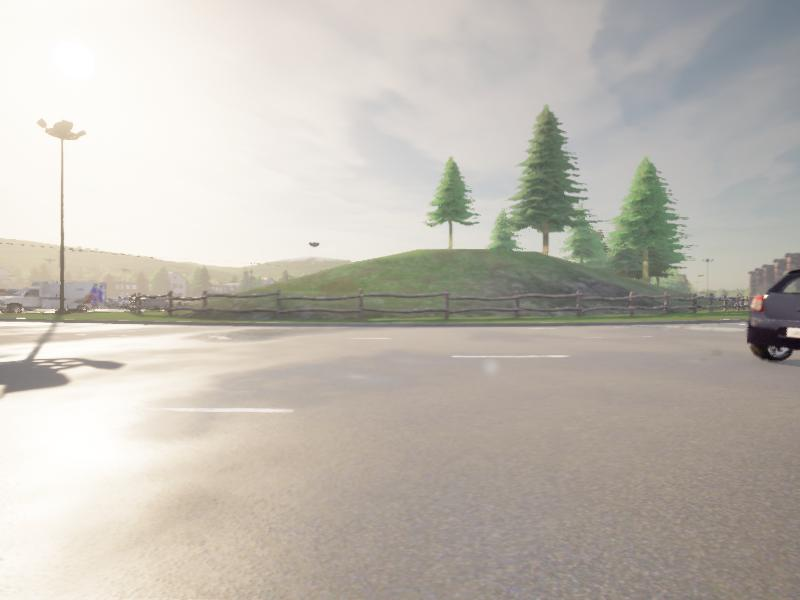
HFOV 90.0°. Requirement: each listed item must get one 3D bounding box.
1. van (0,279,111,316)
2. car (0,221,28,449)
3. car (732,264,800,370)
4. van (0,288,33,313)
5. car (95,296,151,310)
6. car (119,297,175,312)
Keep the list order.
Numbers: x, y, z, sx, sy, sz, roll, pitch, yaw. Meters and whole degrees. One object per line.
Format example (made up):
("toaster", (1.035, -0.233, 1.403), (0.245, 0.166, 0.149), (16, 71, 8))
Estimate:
("van", (-25.903, -0.163, 30.059), (2.351, 2.431, 6.366), (0, 0, 33))
("car", (-5.268, 0.229, 2.266), (5.008, 1.535, 1.882), (0, 0, 8))
("car", (7.444, 0.242, 5.994), (3.633, 1.501, 1.845), (0, 0, -9))
("van", (-32.895, 0.061, 32.326), (1.775, 1.987, 4.442), (0, 0, 33))
("car", (-31.818, 0.317, 46.116), (2.038, 1.542, 4.974), (0, 0, 36))
("car", (-24.316, 0.383, 38.567), (1.994, 1.385, 4.181), (0, 0, 36))
